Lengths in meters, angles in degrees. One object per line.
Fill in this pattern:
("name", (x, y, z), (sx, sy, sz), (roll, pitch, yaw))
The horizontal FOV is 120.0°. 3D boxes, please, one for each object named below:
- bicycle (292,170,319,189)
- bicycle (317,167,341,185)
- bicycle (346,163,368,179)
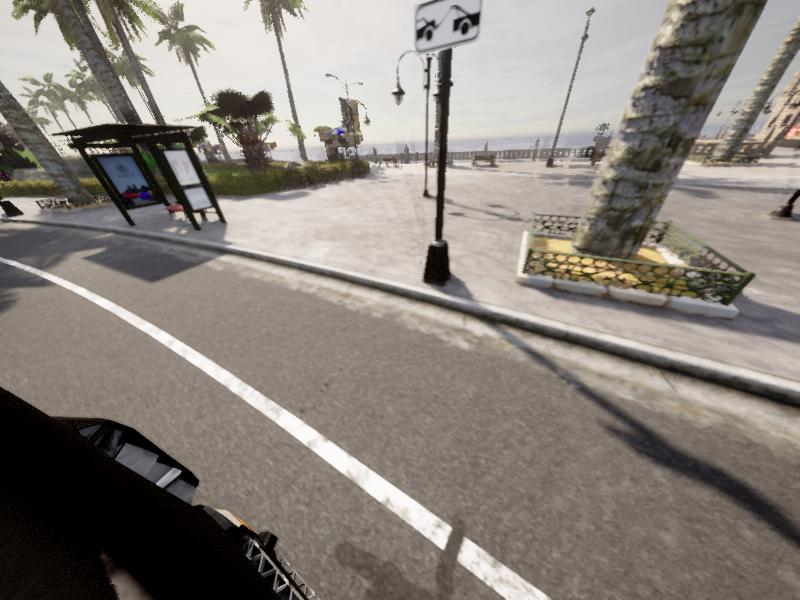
("bicycle", (-5.859, -7.497, 14.358), (1.643, 1.024, 0.373), (16, 38, 26))
("bicycle", (-4.852, -8.506, 15.779), (1.643, 1.024, 0.373), (16, 38, 26))
("bicycle", (-3.344, -10.019, 17.910), (1.643, 1.024, 0.373), (16, 38, 26))
